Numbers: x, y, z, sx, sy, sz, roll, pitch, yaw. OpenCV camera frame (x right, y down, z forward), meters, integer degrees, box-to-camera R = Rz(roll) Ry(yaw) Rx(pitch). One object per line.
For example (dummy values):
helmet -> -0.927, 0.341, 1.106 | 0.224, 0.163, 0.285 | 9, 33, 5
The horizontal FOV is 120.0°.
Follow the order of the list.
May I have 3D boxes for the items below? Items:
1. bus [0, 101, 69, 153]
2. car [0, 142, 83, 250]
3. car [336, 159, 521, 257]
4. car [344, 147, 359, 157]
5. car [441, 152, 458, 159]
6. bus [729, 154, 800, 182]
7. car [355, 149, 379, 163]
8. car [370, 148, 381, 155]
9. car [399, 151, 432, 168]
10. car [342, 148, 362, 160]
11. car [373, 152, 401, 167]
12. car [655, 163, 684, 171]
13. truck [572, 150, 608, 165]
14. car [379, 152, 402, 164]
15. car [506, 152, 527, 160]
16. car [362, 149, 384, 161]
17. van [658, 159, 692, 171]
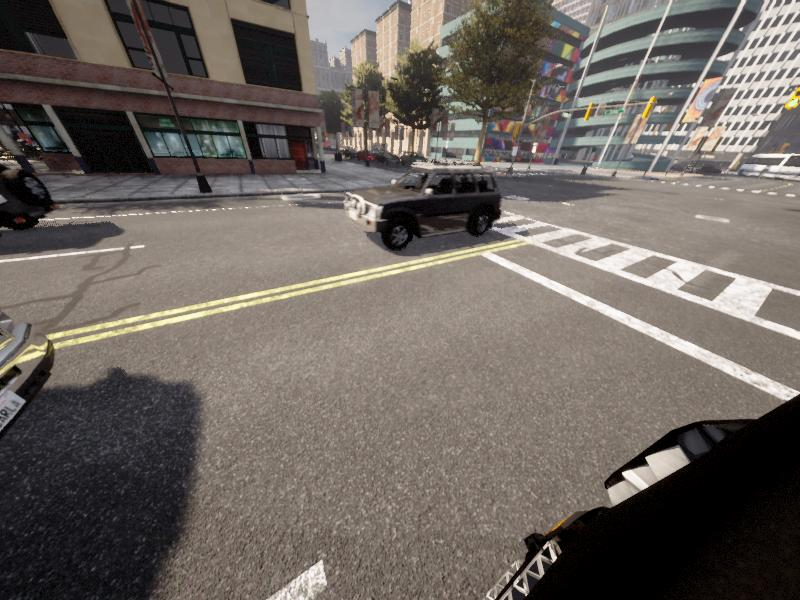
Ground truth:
bus -> -41.969, -18.232, 24.278 | 3.944, 4.253, 10.273 | -16, 38, -26
car -> -10.379, -1.887, 4.282 | 4.605, 1.855, 1.932 | -16, 38, -26
car -> 0.848, -2.818, 6.578 | 4.605, 1.855, 1.932 | -16, 38, -27
car -> -10.303, -31.531, 49.231 | 1.851, 1.617, 3.988 | -16, 38, -26
car -> 14.086, -41.355, 65.917 | 2.161, 1.482, 4.786 | -16, 38, -26
bus -> 74.542, -26.965, 46.661 | 3.944, 4.253, 10.273 | 16, 36, 19
car -> -5.266, -22.667, 36.338 | 2.007, 1.525, 4.514 | -16, 38, -26
car -> -6.738, -40.628, 63.302 | 1.845, 1.501, 3.633 | -16, 38, -26
car -> 2.041, -19.361, 31.802 | 2.242, 1.667, 4.611 | -16, 38, -26
car -> -8.575, -25.893, 40.969 | 1.837, 1.490, 4.892 | -16, 38, -27
car -> -1.892, -19.344, 31.670 | 1.812, 1.442, 4.674 | -16, 38, -26
car -> 78.329, -38.602, 67.152 | 2.152, 1.651, 5.027 | -3, 34, -8
truck -> 64.793, -48.776, 79.162 | 2.891, 3.827, 8.468 | -16, 38, -26
car -> -1.605, -22.828, 37.014 | 1.994, 1.385, 4.181 | -16, 38, -26
car -> 39.877, -49.309, 79.254 | 2.435, 2.045, 5.566 | -16, 38, -26
car -> -4.946, -26.196, 41.697 | 2.128, 1.511, 4.902 | -16, 38, -26
van -> 81.555, -40.196, 68.684 | 1.988, 2.561, 5.915 | -5, 34, -11
